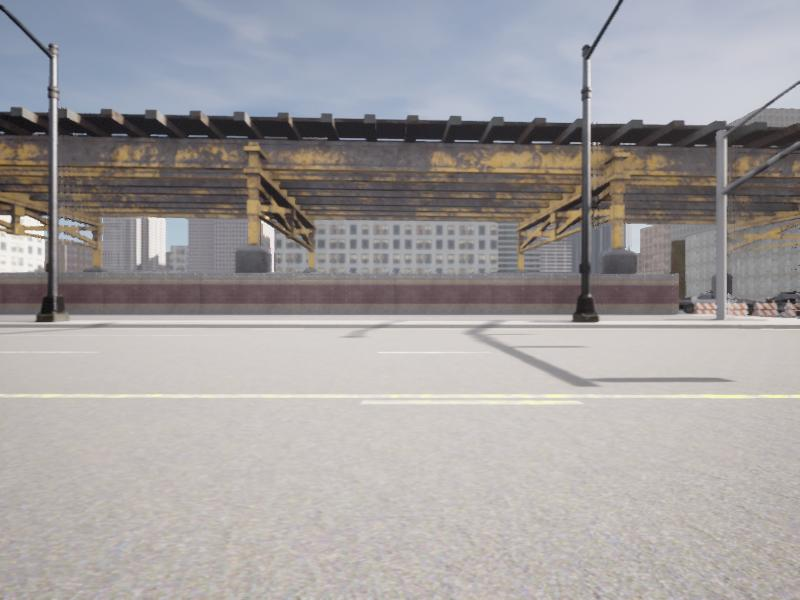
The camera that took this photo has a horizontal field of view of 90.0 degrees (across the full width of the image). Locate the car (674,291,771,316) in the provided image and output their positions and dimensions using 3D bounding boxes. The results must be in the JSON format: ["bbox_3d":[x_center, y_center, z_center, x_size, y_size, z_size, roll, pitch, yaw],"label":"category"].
[{"bbox_3d":[21.562,0.218,26.890,4.974,1.542,2.038,0,0,43],"label":"car"}]

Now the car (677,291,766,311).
[{"bbox_3d":[21.524,0.061,26.926,4.536,1.218,1.853,0,0,43],"label":"car"}]

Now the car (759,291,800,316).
[{"bbox_3d":[26.170,0.223,26.906,4.974,1.542,2.038,0,0,-37],"label":"car"}]
